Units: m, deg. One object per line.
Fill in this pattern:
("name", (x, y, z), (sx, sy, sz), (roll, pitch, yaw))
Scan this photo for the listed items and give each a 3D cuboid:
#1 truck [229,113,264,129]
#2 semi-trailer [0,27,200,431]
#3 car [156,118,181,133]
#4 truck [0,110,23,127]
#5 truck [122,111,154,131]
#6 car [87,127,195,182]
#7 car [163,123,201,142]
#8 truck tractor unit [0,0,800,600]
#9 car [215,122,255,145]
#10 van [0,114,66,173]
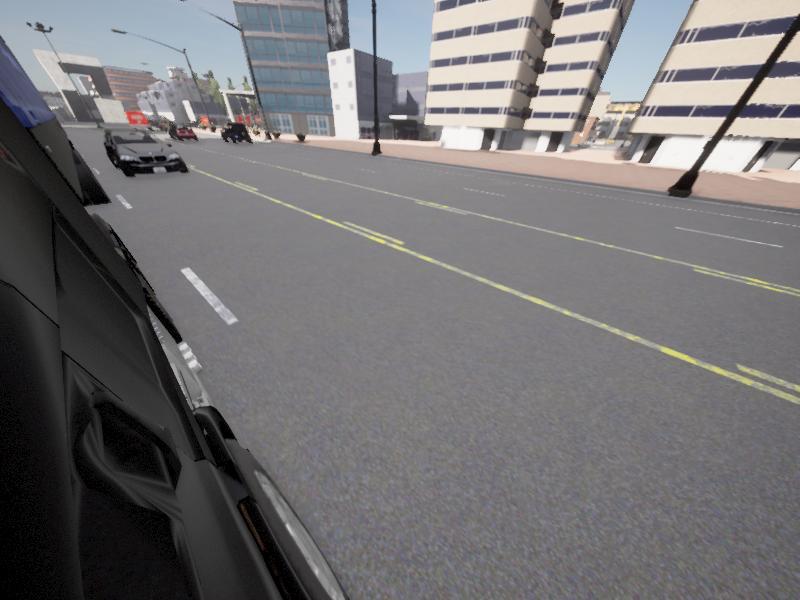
("truck", (-50.873, -59.467, 76.742), (8.468, 3.827, 2.891), (-28, 47, -34))
("semi-trailer", (-8.625, -3.649, 4.307), (14.254, 4.402, 2.717), (29, 44, 31))
("car", (-40.493, -30.525, 40.377), (4.605, 1.855, 1.932), (31, 45, 33))
("truck", (-65.443, -28.596, 36.118), (6.274, 2.098, 2.390), (-12, 39, -18))
("truck", (-45.028, -30.682, 39.752), (2.627, 2.467, 5.204), (-28, 44, -35))
("car", (-12.086, -6.938, 10.782), (4.611, 1.667, 2.242), (28, 44, 30))
("car", (-24.926, -19.147, 26.355), (3.988, 1.617, 1.851), (28, 44, 30))
("truck tractor unit", (-2.645, -0.295, 0.352), (6.516, 4.208, 3.053), (28, 44, 30))
("car", (-18.252, -18.470, 25.615), (3.866, 1.878, 1.905), (28, 44, 30))
("van", (-18.181, -7.552, 10.974), (4.442, 1.987, 1.775), (28, 44, 30))
